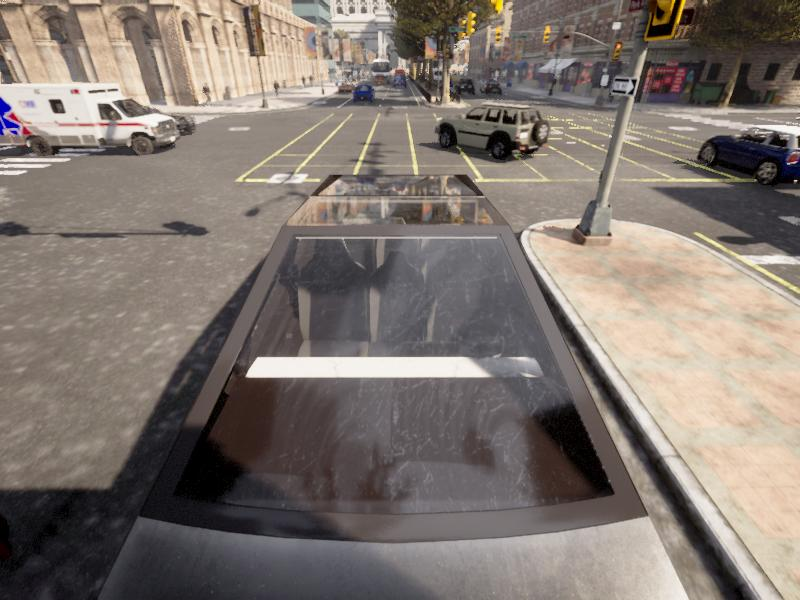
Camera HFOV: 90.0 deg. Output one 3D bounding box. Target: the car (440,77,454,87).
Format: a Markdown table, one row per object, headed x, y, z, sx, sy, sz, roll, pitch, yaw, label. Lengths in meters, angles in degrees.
| x | y | z | sx | sy | sz | roll | pitch | yaw | label |
| --- | --- | --- | --- | --- | --- | --- | --- | --- | --- |
| 7.985 | -36.993 | 67.841 | 1.816 | 1.474 | 4.193 | 0 | 30 | 0 | car |

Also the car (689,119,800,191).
| x | y | z | sx | sy | sz | roll | pitch | yaw | label |
| --- | --- | --- | --- | --- | --- | --- | --- | --- | --- |
| 11.471 | -4.660 | 12.519 | 1.970 | 1.475 | 3.806 | 0 | 30 | 0 | car |

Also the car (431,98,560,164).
| x | y | z | sx | sy | sz | roll | pitch | yaw | label |
| --- | --- | --- | --- | --- | --- | --- | --- | --- | --- |
| 3.545 | -6.820 | 15.820 | 1.932 | 1.855 | 4.605 | -21 | 36 | -33 | car |

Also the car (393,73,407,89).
| x | y | z | sx | sy | sz | roll | pitch | yaw | label |
| --- | --- | --- | --- | --- | --- | --- | --- | --- | --- |
| -0.014 | -35.248 | 64.308 | 2.150 | 2.045 | 5.566 | 0 | 30 | 0 | car |

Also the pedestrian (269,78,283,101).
| x | y | z | sx | sy | sz | roll | pitch | yaw | label |
| --- | --- | --- | --- | --- | --- | --- | --- | --- | --- |
| -11.912 | -20.253 | 38.478 | 0.751 | 1.860 | 0.751 | 6 | 31 | 10 | pedestrian |

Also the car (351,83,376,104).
| x | y | z | sx | sy | sz | roll | pitch | yaw | label |
| --- | --- | --- | --- | --- | --- | --- | --- | --- | --- |
| -3.483 | -20.156 | 38.980 | 1.882 | 1.535 | 5.008 | 0 | 30 | 0 | car |

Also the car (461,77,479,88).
| x | y | z | sx | sy | sz | roll | pitch | yaw | label |
| --- | --- | --- | --- | --- | --- | --- | --- | --- | --- |
| 11.487 | -36.045 | 66.260 | 2.128 | 1.511 | 4.902 | 0 | 30 | 0 | car |

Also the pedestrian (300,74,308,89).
| x | y | z | sx | sy | sz | roll | pitch | yaw | label |
| --- | --- | --- | --- | --- | --- | --- | --- | --- | --- |
| -13.856 | -31.384 | 57.528 | 0.751 | 1.860 | 0.751 | 2 | 30 | 3 | pedestrian |

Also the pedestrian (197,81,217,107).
| x | y | z | sx | sy | sz | roll | pitch | yaw | label |
| --- | --- | --- | --- | --- | --- | --- | --- | --- | --- |
| -15.626 | -16.728 | 32.449 | 0.751 | 1.860 | 0.751 | 15 | 33 | 24 | pedestrian |

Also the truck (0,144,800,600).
| x | y | z | sx | sy | sz | roll | pitch | yaw | label |
| --- | --- | --- | --- | --- | --- | --- | --- | --- | --- |
| -0.025 | 0.173 | 3.670 | 2.390 | 2.098 | 6.274 | 0 | 30 | 0 | truck |

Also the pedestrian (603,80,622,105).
| x | y | z | sx | sy | sz | roll | pitch | yaw | label |
| --- | --- | --- | --- | --- | --- | --- | --- | --- | --- |
| 18.173 | -17.796 | 34.266 | 0.751 | 1.860 | 0.751 | 1 | 30 | 2 | pedestrian |

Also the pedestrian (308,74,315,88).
| x | y | z | sx | sy | sz | roll | pitch | yaw | label |
| --- | --- | --- | --- | --- | --- | --- | --- | --- | --- |
| -13.780 | -34.061 | 62.108 | 0.751 | 1.860 | 0.751 | 0 | 30 | -1 | pedestrian |

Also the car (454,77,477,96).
| x | y | z | sx | sy | sz | roll | pitch | yaw | label |
| --- | --- | --- | --- | --- | --- | --- | --- | --- | --- |
| 7.983 | -26.251 | 49.072 | 1.932 | 1.855 | 4.605 | 0 | 31 | 0 | car |

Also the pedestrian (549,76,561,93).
| x | y | z | sx | sy | sz | roll | pitch | yaw | label |
| --- | --- | --- | --- | --- | --- | --- | --- | --- | --- |
| 19.083 | -26.497 | 49.156 | 0.751 | 1.860 | 0.751 | -8 | 31 | -13 | pedestrian |

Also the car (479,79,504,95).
| x | y | z | sx | sy | sz | roll | pitch | yaw | label |
| --- | --- | --- | --- | --- | --- | --- | --- | --- | --- |
| 11.485 | -26.879 | 50.491 | 2.038 | 1.542 | 4.974 | 0 | 30 | 0 | car |

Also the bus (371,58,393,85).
| x | y | z | sx | sy | sz | roll | pitch | yaw | label |
| --- | --- | --- | --- | --- | --- | --- | --- | --- | --- |
| -3.390 | -44.710 | 78.300 | 3.944 | 4.253 | 10.273 | 0 | 30 | 0 | bus |

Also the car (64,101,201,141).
| x | y | z | sx | sy | sz | roll | pitch | yaw | label |
| --- | --- | --- | --- | --- | --- | --- | --- | --- | --- |
| -12.848 | -8.822 | 19.590 | 4.974 | 1.542 | 2.038 | -4 | 30 | -7 | car |

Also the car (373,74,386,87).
| x | y | z | sx | sy | sz | roll | pitch | yaw | label |
| --- | --- | --- | --- | --- | --- | --- | --- | --- | --- |
| -3.514 | -37.852 | 68.933 | 1.905 | 1.878 | 3.866 | 0 | 30 | 0 | car |

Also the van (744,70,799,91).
| x | y | z | sx | sy | sz | roll | pitch | yaw | label |
| --- | --- | --- | --- | --- | --- | --- | --- | --- | --- |
| 53.060 | -31.501 | 57.345 | 1.988 | 2.561 | 5.915 | 0 | 30 | 0 | van |

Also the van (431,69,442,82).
| x | y | z | sx | sy | sz | roll | pitch | yaw | label |
| --- | --- | --- | --- | --- | --- | --- | --- | --- | --- |
| 7.995 | -49.506 | 88.166 | 1.988 | 2.561 | 5.915 | 0 | 30 | 0 | van |

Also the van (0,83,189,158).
| x | y | z | sx | sy | sz | roll | pitch | yaw | label |
| --- | --- | --- | --- | --- | --- | --- | --- | --- | --- |
| -12.365 | -7.109 | 15.775 | 6.366 | 2.431 | 2.351 | 0 | 30 | 0 | van |

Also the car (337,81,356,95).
| x | y | z | sx | sy | sz | roll | pitch | yaw | label |
| --- | --- | --- | --- | --- | --- | --- | --- | --- | --- |
| -6.765 | -27.044 | 50.997 | 1.895 | 1.301 | 4.718 | 0 | 30 | 0 | car |

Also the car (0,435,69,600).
| x | y | z | sx | sy | sz | roll | pitch | yaw | label |
| --- | --- | --- | --- | --- | --- | --- | --- | --- | --- |
| -3.525 | 2.199 | 0.894 | 1.994 | 1.385 | 4.181 | 0 | 30 | 0 | car |

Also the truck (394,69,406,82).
| x | y | z | sx | sy | sz | roll | pitch | yaw | label |
| --- | --- | --- | --- | --- | --- | --- | --- | --- | --- |
| -0.010 | -49.420 | 88.129 | 2.627 | 2.467 | 5.204 | 0 | 30 | 0 | truck |

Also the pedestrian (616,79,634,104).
| x | y | z | sx | sy | sz | roll | pitch | yaw | label |
| --- | --- | --- | --- | --- | --- | --- | --- | --- | --- |
| 19.734 | -18.273 | 35.083 | 0.751 | 1.860 | 0.751 | 21 | 37 | 32 | pedestrian |
